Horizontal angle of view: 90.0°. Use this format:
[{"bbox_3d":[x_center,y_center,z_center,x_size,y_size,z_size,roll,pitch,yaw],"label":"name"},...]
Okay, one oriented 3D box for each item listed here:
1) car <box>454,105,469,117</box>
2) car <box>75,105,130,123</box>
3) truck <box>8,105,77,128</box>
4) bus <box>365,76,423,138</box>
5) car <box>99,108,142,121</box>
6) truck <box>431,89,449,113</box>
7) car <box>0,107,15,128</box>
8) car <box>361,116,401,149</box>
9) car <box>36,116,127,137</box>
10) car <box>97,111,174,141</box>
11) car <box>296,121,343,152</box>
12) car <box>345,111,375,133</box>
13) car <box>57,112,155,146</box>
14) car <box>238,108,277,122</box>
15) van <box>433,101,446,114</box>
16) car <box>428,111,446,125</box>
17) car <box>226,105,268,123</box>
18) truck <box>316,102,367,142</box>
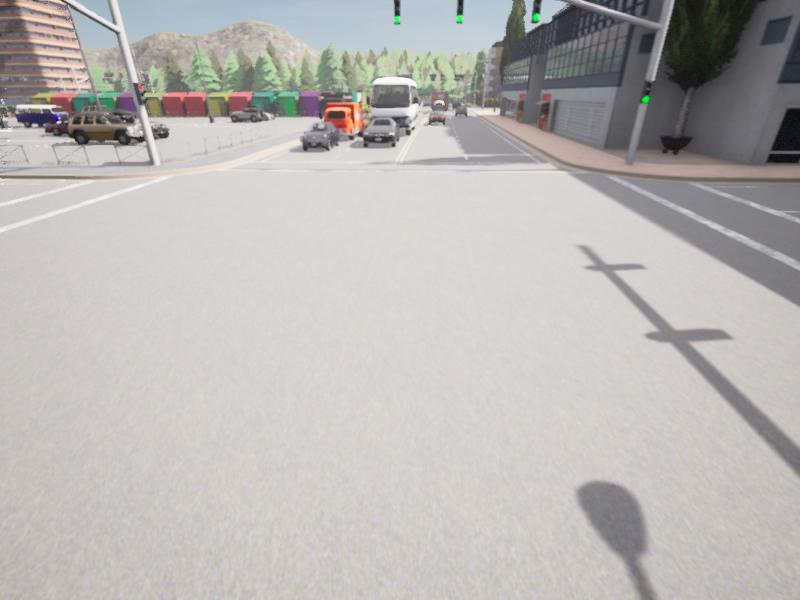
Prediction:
[{"bbox_3d":[9.510,-29.482,62.375,2.033,1.411,5.357,2,27,5],"label":"car"},{"bbox_3d":[-35.069,-21.981,47.240,4.605,1.855,1.932,2,27,3],"label":"car"},{"bbox_3d":[-35.570,-18.313,39.902,4.478,2.038,2.069,2,27,3],"label":"truck"},{"bbox_3d":[-0.166,-17.079,35.196,3.944,4.253,10.273,2,27,5],"label":"bus"},{"bbox_3d":[-34.808,-23.114,49.902,3.905,1.438,1.784,2,27,3],"label":"car"},{"bbox_3d":[7.611,-38.421,77.109,2.891,3.827,8.468,0,27,1],"label":"truck"},{"bbox_3d":[-41.935,-18.402,40.334,3.866,1.878,1.905,2,27,3],"label":"car"},{"bbox_3d":[-1.179,-11.426,27.084,2.152,1.651,5.027,2,27,3],"label":"car"},{"bbox_3d":[-25.123,-13.752,31.678,5.357,1.415,2.033,2,27,3],"label":"car"},{"bbox_3d":[-18.882,-12.539,28.763,3.866,1.878,1.905,2,27,3],"label":"car"},{"bbox_3d":[-4.885,-10.174,24.777,1.845,1.501,3.633,2,27,4],"label":"car"},{"bbox_3d":[-3.635,-16.688,37.382,1.801,1.575,5.366,2,27,5],"label":"car"},{"bbox_3d":[-19.133,-11.222,26.198,4.605,1.855,1.932,2,27,3],"label":"car"},{"bbox_3d":[-17.380,-22.604,48.853,3.806,1.475,1.970,2,27,3],"label":"car"},{"bbox_3d":[6.713,-33.090,68.712,2.069,2.038,4.480,2,27,5],"label":"van"},{"bbox_3d":[4.241,-20.698,45.436,1.895,1.301,4.718,2,27,5],"label":"car"},{"bbox_3d":[-17.588,-21.496,46.176,3.866,1.878,1.905,2,27,3],"label":"car"},{"bbox_3d":[-4.322,-13.691,30.584,2.627,2.467,5.204,2,27,5],"label":"truck"}]
